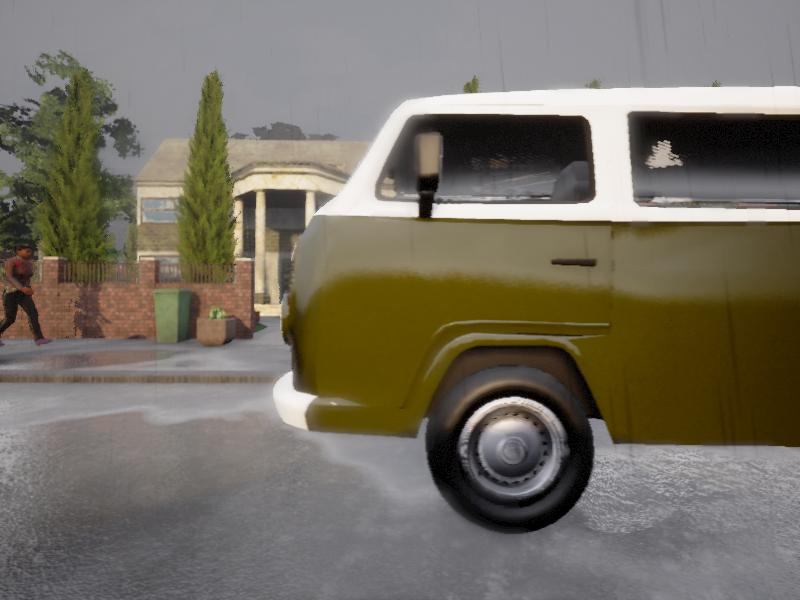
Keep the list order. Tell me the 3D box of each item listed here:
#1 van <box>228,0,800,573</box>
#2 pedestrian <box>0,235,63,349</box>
[{"bbox_3d":[1.636,-0.037,2.471,4.480,2.038,2.069,1,0,0],"label":"van"},{"bbox_3d":[-6.504,-0.133,6.894,0.751,1.860,0.751,0,0,3],"label":"pedestrian"}]
